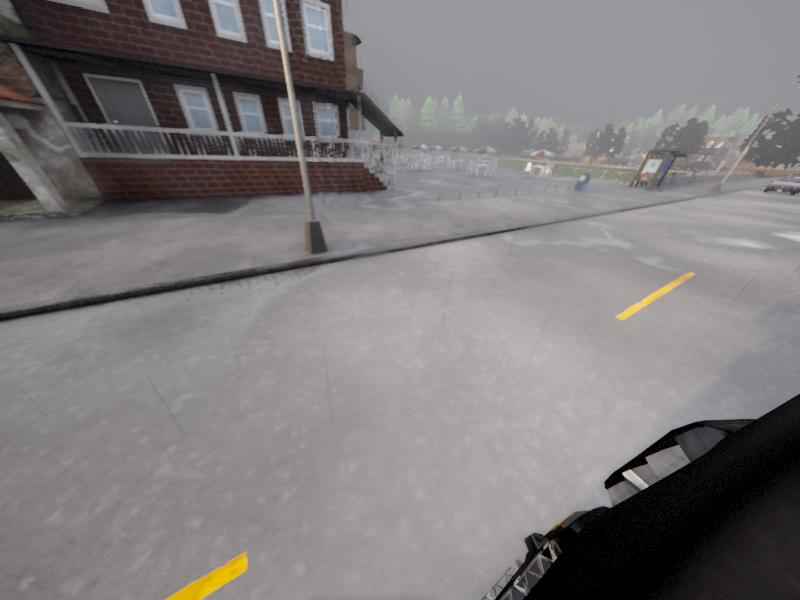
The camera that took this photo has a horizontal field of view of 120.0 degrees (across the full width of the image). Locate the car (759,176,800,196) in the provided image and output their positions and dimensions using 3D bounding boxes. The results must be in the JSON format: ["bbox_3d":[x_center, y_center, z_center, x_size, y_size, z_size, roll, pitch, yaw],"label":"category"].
[{"bbox_3d":[37.537,-11.121,22.383,5.357,1.411,2.033,-16,38,-26],"label":"car"}]

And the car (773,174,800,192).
[{"bbox_3d":[44.301,-13.102,25.777,4.514,1.525,2.007,-16,38,-26],"label":"car"}]
